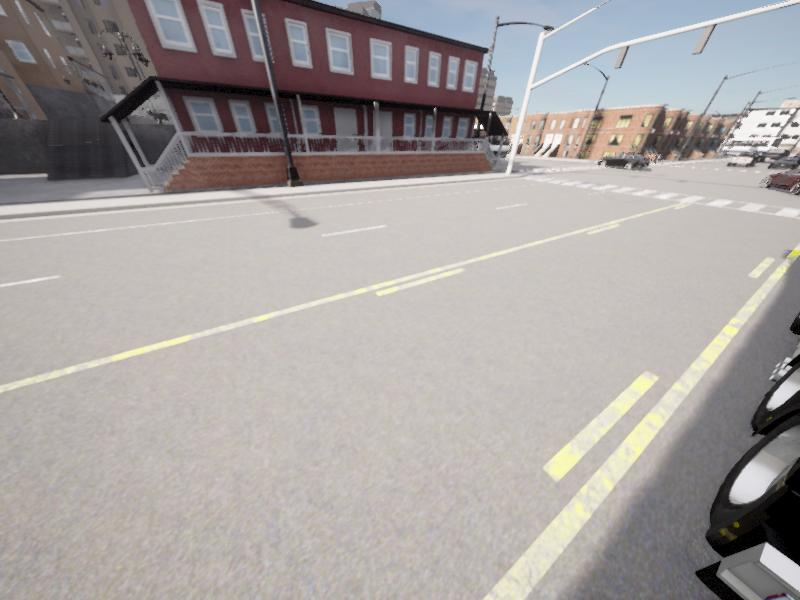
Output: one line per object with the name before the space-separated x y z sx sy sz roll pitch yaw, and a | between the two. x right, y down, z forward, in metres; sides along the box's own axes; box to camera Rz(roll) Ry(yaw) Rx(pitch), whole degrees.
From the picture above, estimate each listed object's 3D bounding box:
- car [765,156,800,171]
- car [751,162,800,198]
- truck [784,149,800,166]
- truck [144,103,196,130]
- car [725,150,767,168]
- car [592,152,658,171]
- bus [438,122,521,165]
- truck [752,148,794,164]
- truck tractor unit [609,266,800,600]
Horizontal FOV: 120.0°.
car | 48.756 -17.278 29.112 4.181 1.385 1.994 -17 39 -24
car | 24.496 -7.159 13.768 2.163 1.488 4.792 20 39 25
truck | 62.457 -21.870 35.445 6.274 2.098 2.390 -17 39 -24
truck | -41.902 -33.563 42.448 6.274 2.098 2.390 -6 33 -32
car | 47.197 -19.286 31.541 4.605 1.855 1.932 -17 39 -24
car | 25.583 -15.953 26.528 2.128 1.511 4.902 -10 36 -15
bus | 10.191 -21.458 31.748 3.944 4.253 10.273 -17 39 -25
truck | 63.264 -24.410 39.149 6.274 2.098 2.390 -17 39 -24
truck tractor unit | 5.096 -0.300 0.885 6.516 4.208 3.053 -17 34 -25
